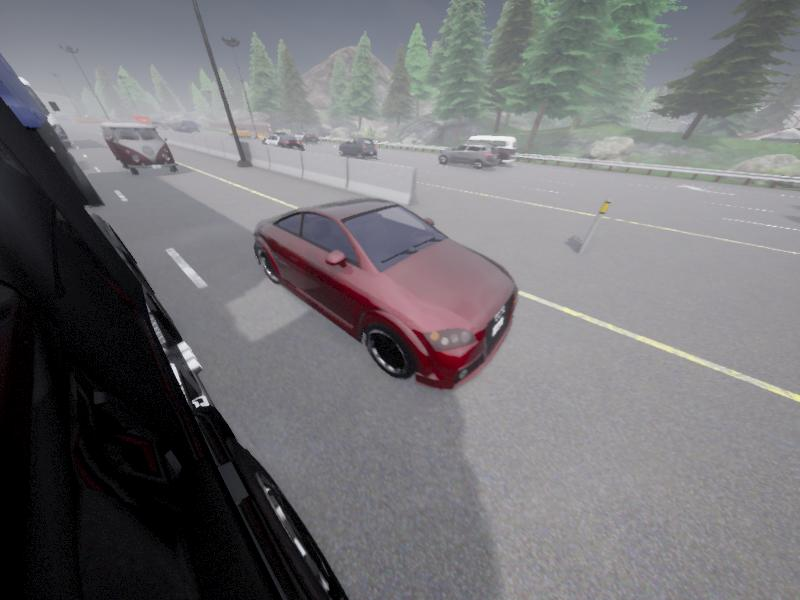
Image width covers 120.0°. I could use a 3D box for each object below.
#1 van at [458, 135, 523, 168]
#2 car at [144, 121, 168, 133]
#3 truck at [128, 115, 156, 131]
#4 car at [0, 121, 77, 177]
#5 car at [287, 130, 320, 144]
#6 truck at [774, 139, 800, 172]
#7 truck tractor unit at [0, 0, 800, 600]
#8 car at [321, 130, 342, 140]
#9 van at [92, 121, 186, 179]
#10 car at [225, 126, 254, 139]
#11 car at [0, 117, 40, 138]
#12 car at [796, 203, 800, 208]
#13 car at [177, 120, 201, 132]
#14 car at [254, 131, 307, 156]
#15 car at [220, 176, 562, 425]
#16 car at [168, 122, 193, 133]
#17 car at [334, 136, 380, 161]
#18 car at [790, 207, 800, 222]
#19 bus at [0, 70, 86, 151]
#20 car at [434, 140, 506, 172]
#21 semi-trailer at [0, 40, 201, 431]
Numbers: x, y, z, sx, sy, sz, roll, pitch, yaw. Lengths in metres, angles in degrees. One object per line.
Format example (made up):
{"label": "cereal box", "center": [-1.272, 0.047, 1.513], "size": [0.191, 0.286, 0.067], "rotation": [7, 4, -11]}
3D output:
{"label": "van", "center": [7.668, -12.926, 19.983], "size": [4.480, 2.038, 2.069], "rotation": [28, 43, 30]}
{"label": "car", "center": [-47.610, -33.754, 45.048], "size": [4.856, 1.649, 2.033], "rotation": [28, 43, 30]}
{"label": "truck", "center": [-56.255, -38.649, 50.420], "size": [5.204, 2.467, 2.627], "rotation": [28, 43, 30]}
{"label": "car", "center": [-17.548, -7.170, 10.783], "size": [4.553, 1.767, 2.097], "rotation": [28, 43, 30]}
{"label": "car", "center": [-14.373, -24.356, 34.510], "size": [4.974, 1.542, 2.038], "rotation": [28, 43, 30]}
{"label": "truck", "center": [48.698, -15.428, 24.481], "size": [8.468, 3.827, 2.891], "rotation": [30, 45, 32]}
{"label": "truck tractor unit", "center": [-2.645, -0.295, 0.351], "size": [6.516, 4.208, 3.053], "rotation": [28, 44, 30]}
{"label": "car", "center": [-14.237, -34.348, 48.036], "size": [1.789, 1.549, 3.705], "rotation": [27, 43, 29]}
{"label": "van", "center": [-12.717, -7.406, 11.252], "size": [4.442, 1.987, 1.775], "rotation": [28, 43, 30]}
{"label": "car", "center": [-27.264, -28.451, 39.194], "size": [5.366, 1.575, 1.801], "rotation": [28, 43, 30]}
{"label": "car", "center": [-41.477, -18.279, 24.425], "size": [2.242, 1.667, 4.611], "rotation": [-23, 43, -30]}
{"label": "car", "center": [19.742, -3.524, 8.637], "size": [4.718, 1.301, 1.895], "rotation": [28, 43, 30]}
{"label": "car", "center": [-47.985, -39.534, 52.509], "size": [5.566, 2.045, 2.150], "rotation": [28, 43, 30]}
{"label": "car", "center": [-11.108, -14.501, 21.359], "size": [4.974, 1.542, 2.038], "rotation": [28, 43, 30]}
{"label": "car", "center": [-0.447, -0.669, 3.418], "size": [4.181, 1.385, 1.994], "rotation": [28, 43, 30]}
{"label": "car", "center": [-44.172, -34.672, 46.471], "size": [4.611, 1.667, 2.242], "rotation": [27, 43, 30]}
{"label": "car", "center": [-3.756, -13.329, 20.237], "size": [3.633, 1.501, 1.845], "rotation": [28, 43, 30]}
{"label": "car", "center": [16.374, -2.723, 7.074], "size": [3.988, 1.617, 1.851], "rotation": [28, 43, 30]}
{"label": "bus", "center": [-29.490, -14.579, 17.999], "size": [10.273, 4.253, 3.944], "rotation": [28, 43, 30]}
{"label": "car", "center": [5.287, -11.319, 17.967], "size": [4.611, 1.667, 2.242], "rotation": [28, 43, 30]}
{"label": "semi-trailer", "center": [-8.702, -3.578, 4.259], "size": [14.254, 4.402, 2.717], "rotation": [28, 43, 30]}
